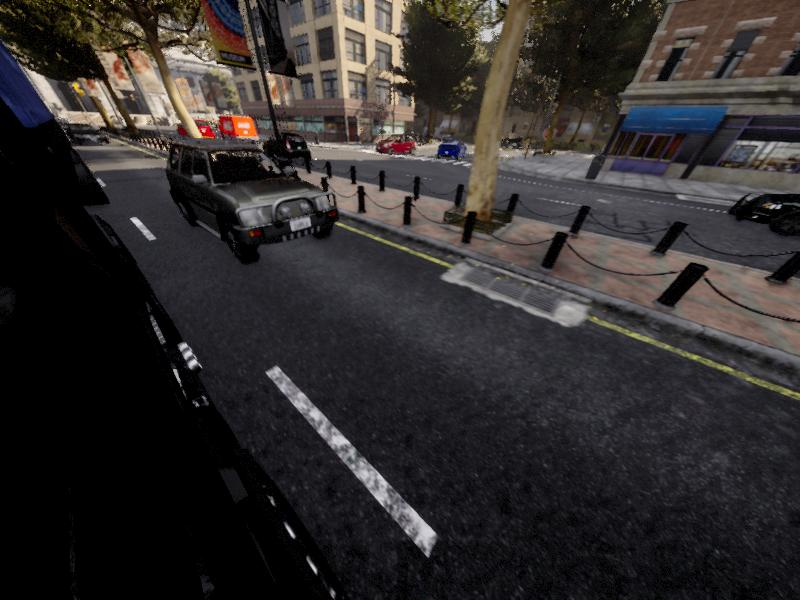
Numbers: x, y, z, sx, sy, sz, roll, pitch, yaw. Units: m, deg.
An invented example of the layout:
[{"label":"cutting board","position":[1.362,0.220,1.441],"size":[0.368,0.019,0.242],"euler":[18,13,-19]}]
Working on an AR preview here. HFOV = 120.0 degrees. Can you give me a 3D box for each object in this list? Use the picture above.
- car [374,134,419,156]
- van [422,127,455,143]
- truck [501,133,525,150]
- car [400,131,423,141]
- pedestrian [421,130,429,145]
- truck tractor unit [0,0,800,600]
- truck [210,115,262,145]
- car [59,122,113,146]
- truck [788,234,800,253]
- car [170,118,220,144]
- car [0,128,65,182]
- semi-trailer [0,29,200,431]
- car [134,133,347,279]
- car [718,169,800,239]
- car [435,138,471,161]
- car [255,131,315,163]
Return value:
[{"label":"car","position":[-0.319,-15.084,22.475],"size":[3.988,1.617,1.851],"euler":[-22,43,-29]},{"label":"van","position":[7.998,-34.943,48.879],"size":[6.366,2.431,2.351],"euler":[27,43,29]},{"label":"truck","position":[19.388,-27.544,39.971],"size":[2.390,2.098,6.274],"euler":[10,37,9]},{"label":"car","position":[2.554,-37.390,52.575],"size":[4.902,1.511,2.128],"euler":[27,43,29]},{"label":"pedestrian","position":[3.896,-25.133,35.676],"size":[0.751,1.860,0.751],"euler":[31,45,33]},{"label":"truck tractor unit","position":[-2.645,-0.295,0.351],"size":[6.516,4.208,3.053],"euler":[28,44,30]},{"label":"truck","position":[-18.895,-19.577,26.591],"size":[5.204,2.467,2.627],"euler":[27,43,29]},{"label":"car","position":[-26.881,-14.207,19.763],"size":[4.674,1.442,1.812],"euler":[25,42,27]},{"label":"truck","position":[11.894,-0.867,3.504],"size":[5.204,2.467,2.627],"euler":[28,43,29]},{"label":"car","position":[-22.544,-18.597,25.405],"size":[5.566,2.045,2.150],"euler":[27,43,29]},{"label":"car","position":[-16.415,-6.288,9.786],"size":[4.892,1.490,1.837],"euler":[27,43,29]},{"label":"semi-trailer","position":[-8.635,-3.644,4.295],"size":[14.254,4.402,2.717],"euler":[29,44,31]},{"label":"car","position":[-3.541,-2.465,5.163],"size":[4.605,1.855,1.932],"euler":[27,43,29]},{"label":"car","position":[13.397,-2.410,6.442],"size":[4.974,1.542,2.038],"euler":[27,43,30]},{"label":"car","position":[5.094,-14.226,21.725],"size":[1.882,1.535,5.008],"euler":[17,39,18]},{"label":"car","position":[-8.215,-10.970,16.472],"size":[3.988,1.617,1.851],"euler":[27,43,29]}]
